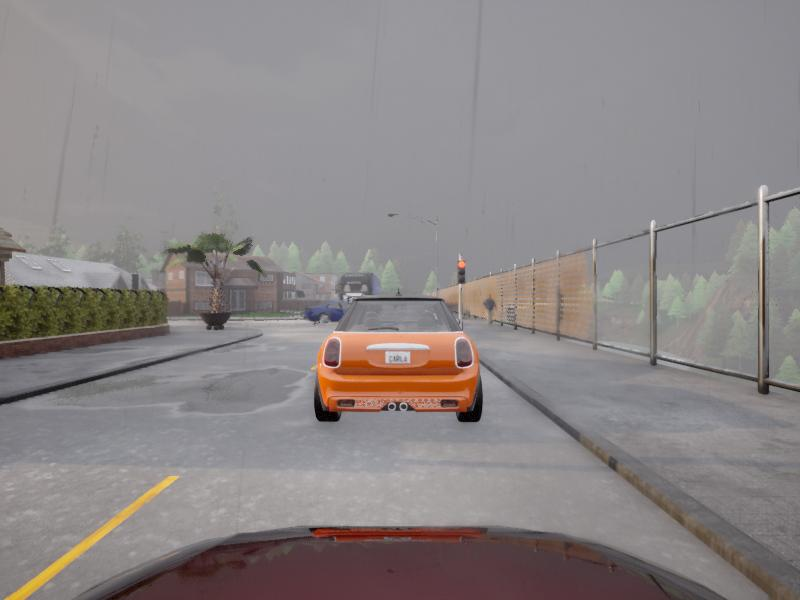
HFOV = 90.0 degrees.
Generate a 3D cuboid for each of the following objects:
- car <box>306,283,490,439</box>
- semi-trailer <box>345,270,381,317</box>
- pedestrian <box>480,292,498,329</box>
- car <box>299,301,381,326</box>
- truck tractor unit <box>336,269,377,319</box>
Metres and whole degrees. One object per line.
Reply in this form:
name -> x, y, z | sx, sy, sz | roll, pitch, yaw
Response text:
car -> -0.001, 0.694, 6.836 | 2.097, 1.767, 4.553 | 0, 0, 1
semi-trailer -> -3.791, -0.619, 44.549 | 2.717, 4.402, 14.254 | 0, 0, 0
pedestrian -> 4.531, 0.533, 20.338 | 0.751, 1.860, 0.751 | 0, 0, 1
car -> -3.964, 0.823, 26.654 | 5.008, 1.535, 1.882 | 0, 1, -28
truck tractor unit -> -3.829, -0.503, 36.629 | 3.053, 4.208, 6.516 | 0, 0, 0
